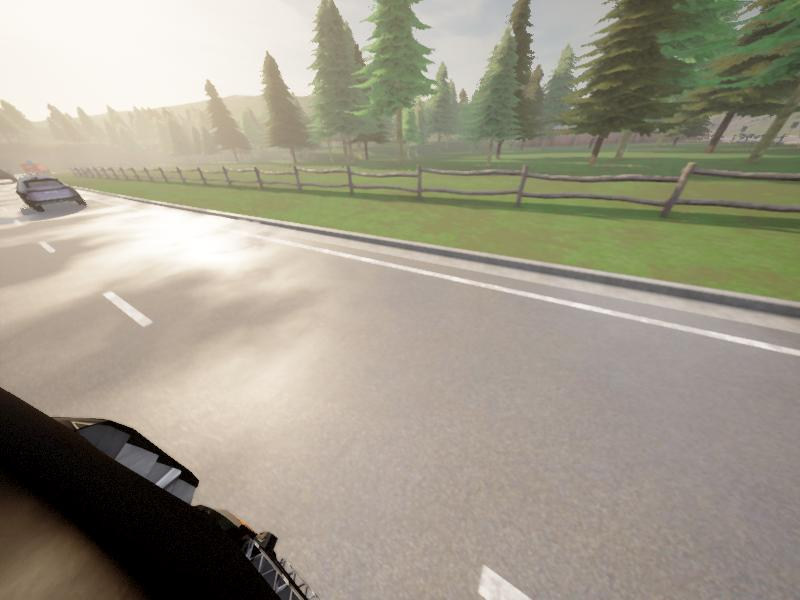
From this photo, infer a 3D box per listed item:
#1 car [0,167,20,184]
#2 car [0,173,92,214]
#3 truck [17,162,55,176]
[{"bbox_3d":[-60.219,-18.812,34.799,5.566,2.045,2.150,21,41,32],"label":"car"},{"bbox_3d":[-20.908,-6.413,13.645,4.856,1.649,2.033,17,39,27],"label":"car"},{"bbox_3d":[-84.628,-30.580,53.866,2.627,2.467,5.204,-24,39,-28],"label":"truck"}]
